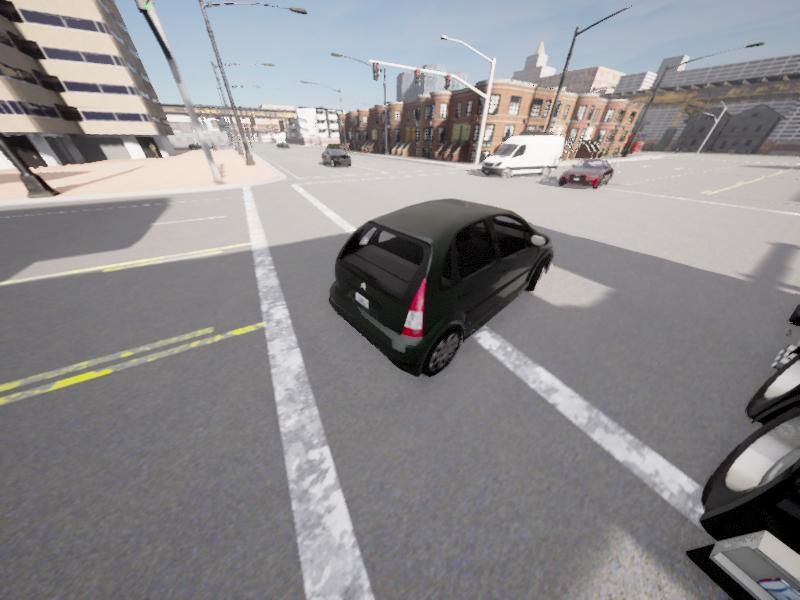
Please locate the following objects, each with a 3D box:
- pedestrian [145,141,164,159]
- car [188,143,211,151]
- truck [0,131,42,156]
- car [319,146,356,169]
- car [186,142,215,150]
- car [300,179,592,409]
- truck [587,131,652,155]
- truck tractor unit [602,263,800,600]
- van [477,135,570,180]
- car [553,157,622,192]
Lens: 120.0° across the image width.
[{"bbox_3d":[-31.469,-19.191,29.604,0.751,1.860,0.751,-8,36,-12],"label":"pedestrian"},{"bbox_3d":[-48.398,-37.114,55.917,3.806,1.475,1.970,-20,40,-25],"label":"car"},{"bbox_3d":[-77.439,-29.860,44.213,8.468,3.827,2.891,-20,40,-25],"label":"truck"},{"bbox_3d":[-6.427,-14.514,23.382,1.930,1.638,5.238,-18,39,-25],"label":"car"},{"bbox_3d":[-50.172,-38.947,58.317,5.238,1.638,1.930,-20,40,-25],"label":"car"},{"bbox_3d":[0.971,-0.690,3.604,3.988,1.617,1.851,-28,44,-34],"label":"car"},{"bbox_3d":[44.663,-32.361,47.607,2.891,3.827,8.468,-18,39,-24],"label":"truck"},{"bbox_3d":[5.109,-0.301,0.785,6.516,4.208,3.053,-18,39,-24],"label":"truck tractor unit"},{"bbox_3d":[9.066,-10.635,17.163,5.915,2.561,1.988,-12,37,-17],"label":"van"},{"bbox_3d":[11.314,-7.631,13.890,4.181,1.385,1.994,-27,43,-34],"label":"car"}]
